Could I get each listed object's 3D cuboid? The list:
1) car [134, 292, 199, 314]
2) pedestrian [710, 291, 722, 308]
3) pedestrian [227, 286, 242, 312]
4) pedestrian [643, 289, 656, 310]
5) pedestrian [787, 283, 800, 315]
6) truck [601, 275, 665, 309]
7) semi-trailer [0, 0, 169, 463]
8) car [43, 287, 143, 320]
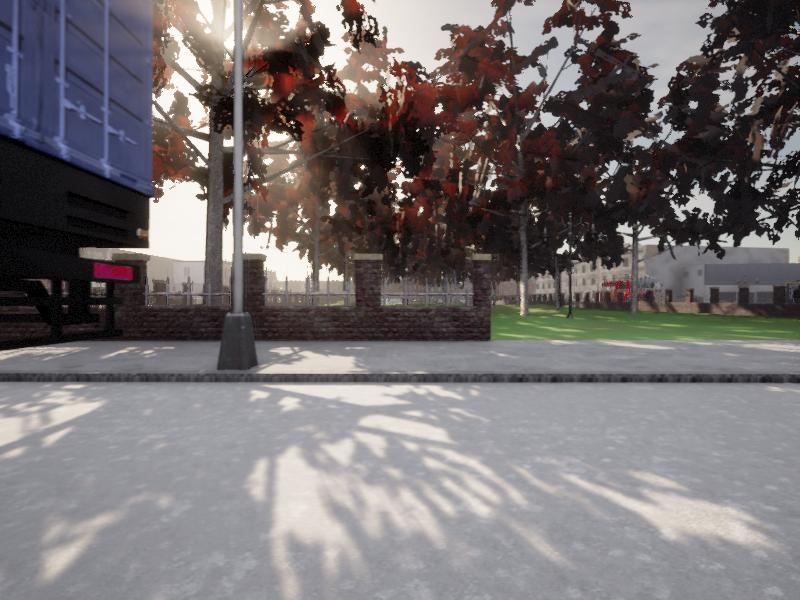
[{"bbox_3d":[-17.075,0.225,29.584,2.128,1.511,4.902,0,0,-2],"label":"car"},{"bbox_3d":[35.936,-0.045,45.458,0.751,1.860,0.751,0,0,-1],"label":"pedestrian"},{"bbox_3d":[-11.939,-0.075,28.868,0.751,1.860,0.751,0,0,1],"label":"pedestrian"},{"bbox_3d":[23.222,-0.053,37.256,0.751,1.860,0.751,0,0,0],"label":"pedestrian"},{"bbox_3d":[23.169,-0.053,23.209,0.751,1.860,0.751,0,0,0],"label":"pedestrian"},{"bbox_3d":[28.056,-0.903,48.798,2.891,3.827,8.468,0,0,0],"label":"truck"},{"bbox_3d":[-9.496,-1.224,2.752,14.254,4.402,2.717,0,0,0],"label":"semi-trailer"},{"bbox_3d":[-17.160,0.166,22.726,2.033,1.649,4.856,0,0,-2],"label":"car"}]
